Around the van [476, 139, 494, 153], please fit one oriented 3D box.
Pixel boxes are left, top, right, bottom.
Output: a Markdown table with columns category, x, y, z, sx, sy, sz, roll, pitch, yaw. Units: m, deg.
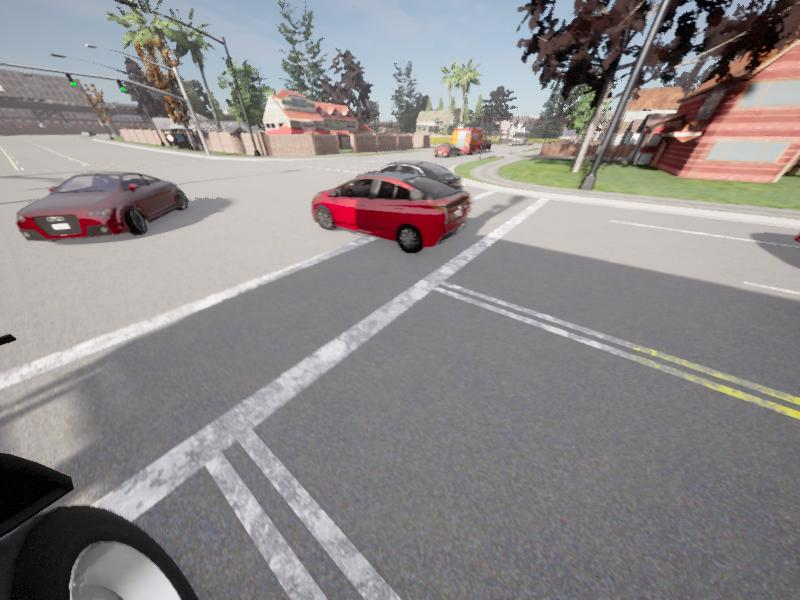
| category | x | y | z | sx | sy | sz | roll | pitch | yaw |
| --- | --- | --- | --- | --- | --- | --- | --- | --- | --- |
| van | 16.085 | -29.096 | 43.554 | 1.775 | 1.987 | 4.442 | 19 | 39 | 25 |

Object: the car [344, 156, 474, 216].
| category | x | y | z | sx | sy | sz | roll | pitch | yaw |
| --- | --- | --- | --- | --- | --- | --- | --- | --- | --- |
| car | 0.177 | -4.823 | 9.443 | 4.892 | 1.490 | 1.837 | 23 | 41 | 29 |

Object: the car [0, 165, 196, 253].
| category | x | y | z | sx | sy | sz | roll | pitch | yaw |
| --- | --- | --- | --- | --- | --- | --- | --- | --- | --- |
| car | -8.416 | -2.963 | 6.831 | 1.994 | 1.385 | 4.181 | -9 | 36 | -13 |

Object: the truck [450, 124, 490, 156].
| category | x | y | z | sx | sy | sz | roll | pitch | yaw |
| --- | --- | --- | --- | --- | --- | --- | --- | --- | --- |
| truck | 11.302 | -25.532 | 36.864 | 2.891 | 3.827 | 8.468 | 21 | 40 | 27 |

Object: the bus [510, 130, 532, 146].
| category | x | y | z | sx | sy | sz | roll | pitch | yaw |
| --- | --- | --- | --- | --- | --- | --- | --- | --- | --- |
| bus | 42.018 | -55.950 | 79.876 | 3.944 | 4.253 | 10.273 | 21 | 40 | 27 |

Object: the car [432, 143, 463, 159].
| category | x | y | z | sx | sy | sz | roll | pitch | yaw |
| --- | --- | --- | --- | --- | --- | --- | --- | --- | --- |
| car | 6.610 | -20.554 | 31.676 | 2.152 | 1.651 | 5.027 | 21 | 40 | 27 |

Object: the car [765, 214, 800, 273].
| category | x | y | z | sx | sy | sz | roll | pitch | yaw |
| --- | --- | --- | --- | --- | --- | --- | --- | --- | --- |
| car | 10.811 | -0.660 | 3.168 | 5.566 | 2.045 | 2.150 | 22 | 41 | 28 |

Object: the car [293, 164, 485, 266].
| category | x | y | z | sx | sy | sz | roll | pitch | yaw |
| --- | --- | --- | --- | --- | --- | --- | --- | --- | --- |
| car | -0.431 | -2.581 | 6.233 | 4.514 | 1.525 | 2.007 | 22 | 41 | 28 |
